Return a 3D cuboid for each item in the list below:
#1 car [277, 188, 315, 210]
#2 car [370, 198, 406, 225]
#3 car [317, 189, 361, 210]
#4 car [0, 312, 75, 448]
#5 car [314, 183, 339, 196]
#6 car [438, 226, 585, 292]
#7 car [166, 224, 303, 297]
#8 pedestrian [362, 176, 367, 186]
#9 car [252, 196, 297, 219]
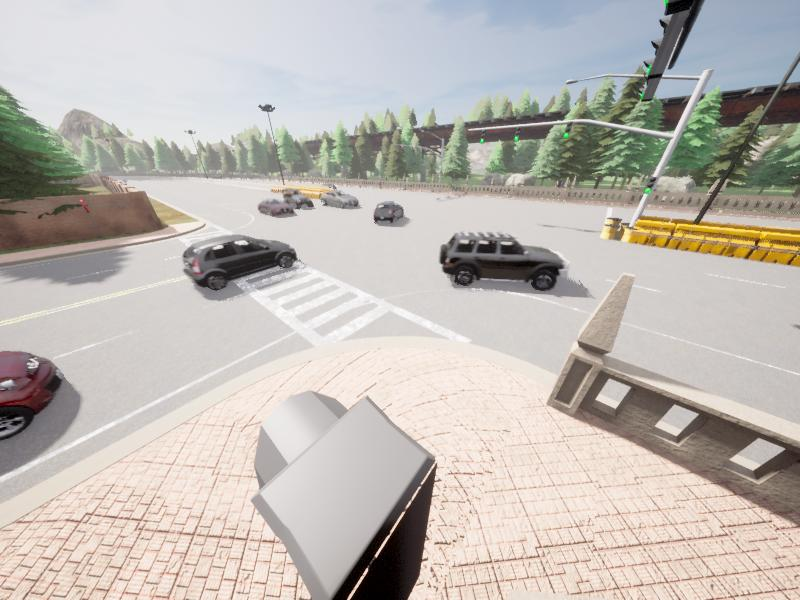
[{"bbox_3d":[-11.521,-11.248,25.595,3.866,1.878,1.905,23,37,34],"label":"car"},{"bbox_3d":[-0.893,-7.572,19.593,1.845,1.501,3.633,9,31,14],"label":"car"},{"bbox_3d":[-6.992,-11.507,26.314,5.027,1.651,2.152,23,37,34],"label":"car"},{"bbox_3d":[-7.948,1.875,3.229,1.845,1.501,3.633,23,37,34],"label":"car"},{"bbox_3d":[-12.135,-18.264,38.033,3.988,1.617,1.851,23,37,34],"label":"car"},{"bbox_3d":[3.894,-1.719,9.110,4.605,1.855,1.932,4,28,8],"label":"car"},{"bbox_3d":[-6.531,-1.876,9.649,1.851,1.617,3.988,21,36,32],"label":"car"},{"bbox_3d":[-8.296,-27.521,53.459,0.751,1.860,0.751,24,38,35],"label":"pedestrian"},{"bbox_3d":[-11.985,-8.926,22.098,4.181,1.385,1.994,23,37,34],"label":"car"}]
